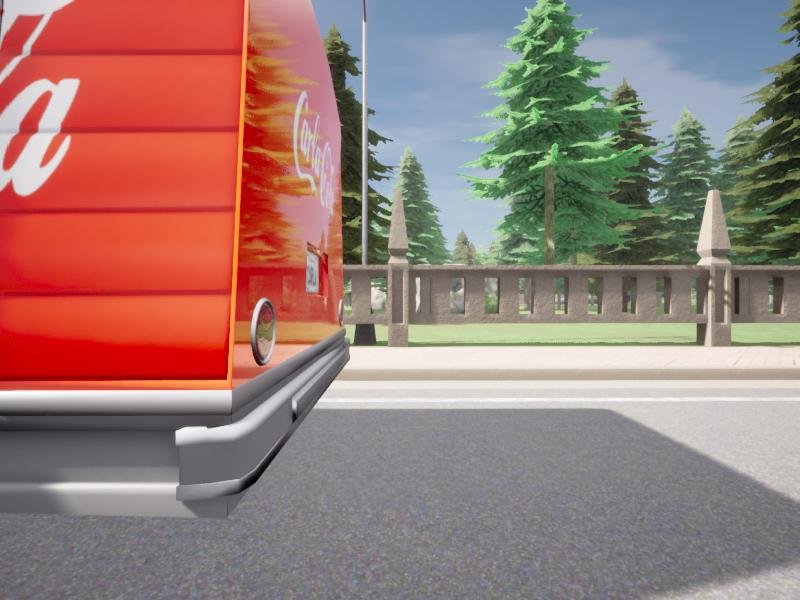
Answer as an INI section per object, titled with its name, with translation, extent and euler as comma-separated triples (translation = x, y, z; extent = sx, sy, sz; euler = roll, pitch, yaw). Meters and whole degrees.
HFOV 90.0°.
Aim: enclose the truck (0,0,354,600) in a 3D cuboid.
[truck]
translation = -2.993, -0.247, 2.167
extent = 5.204, 2.467, 2.627
euler = 0, 0, -1
